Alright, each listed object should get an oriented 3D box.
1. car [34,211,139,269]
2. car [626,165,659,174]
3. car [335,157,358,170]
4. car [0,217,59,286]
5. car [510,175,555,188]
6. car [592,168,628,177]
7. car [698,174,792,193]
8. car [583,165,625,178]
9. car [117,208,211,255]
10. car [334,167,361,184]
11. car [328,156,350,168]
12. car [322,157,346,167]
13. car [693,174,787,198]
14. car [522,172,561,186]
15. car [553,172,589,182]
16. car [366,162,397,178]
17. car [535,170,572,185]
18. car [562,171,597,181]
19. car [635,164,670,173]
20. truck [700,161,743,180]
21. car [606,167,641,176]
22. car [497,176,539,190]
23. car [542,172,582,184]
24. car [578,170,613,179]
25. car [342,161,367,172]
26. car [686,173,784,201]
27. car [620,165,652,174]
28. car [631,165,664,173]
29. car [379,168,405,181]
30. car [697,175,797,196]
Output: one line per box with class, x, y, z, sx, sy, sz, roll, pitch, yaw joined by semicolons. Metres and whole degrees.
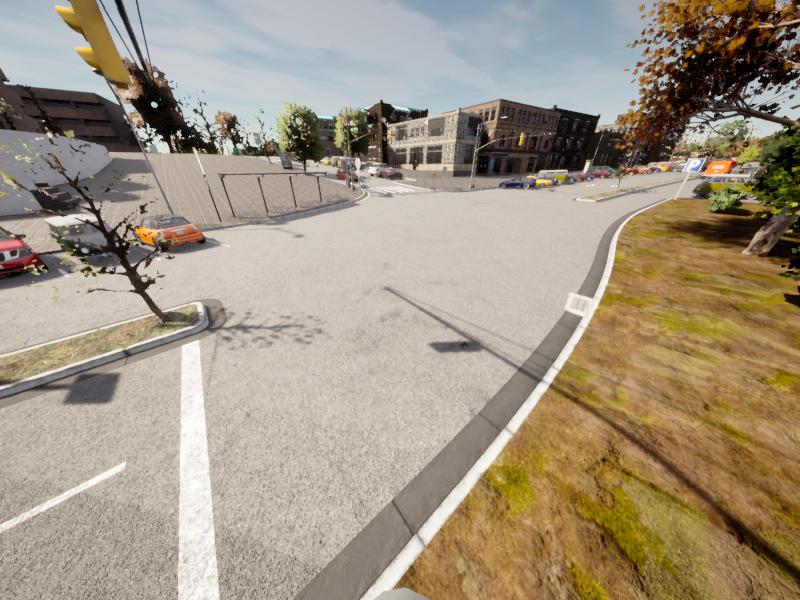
car;-16.054;-3.211;11.856;4.442;1.987;1.878;15;34;27
car;54.944;-29.664;52.587;4.892;1.521;2.231;22;38;35
car;-10.866;-27.919;47.185;1.878;1.987;4.442;21;37;23
car;-18.453;-2.226;10.271;5.566;2.045;2.435;15;34;27
car;19.246;-17.332;33.735;5.366;1.575;1.946;18;36;31
car;41.921;-25.455;46.197;5.008;1.535;2.097;20;37;33
car;37.900;-13.039;25.682;5.366;1.575;1.946;21;38;31
car;39.365;-24.796;44.732;5.566;2.045;2.435;20;37;33
car;-13.789;-4.164;13.541;4.553;1.767;2.185;15;35;27
car;-7.442;-17.676;32.740;1.851;1.617;3.988;-23;42;-34
car;-12.791;-29.317;49.059;1.878;1.987;4.442;21;37;23
car;-14.577;-30.665;51.280;1.946;1.575;5.366;21;37;23
car;33.092;-11.306;22.797;4.553;1.767;2.185;20;37;31
car;21.562;-18.424;35.211;4.553;1.767;2.185;19;36;31
car;29.144;-21.005;39.471;4.674;1.452;2.002;19;37;32
car;-3.124;-22.424;39.795;2.435;2.045;5.566;21;37;23
car;24.186;-19.390;36.497;4.442;1.987;1.878;19;36;31
car;31.680;-21.906;40.851;4.674;1.452;2.002;19;36;32
car;60.044;-31.365;55.174;5.366;1.575;1.946;22;38;35
truck;52.866;-21.429;38.026;5.204;2.467;2.627;-18;35;-25
car;47.102;-27.159;48.787;5.008;1.535;2.097;21;38;34
car;16.543;-16.502;32.563;4.792;1.488;2.163;18;36;31
car;26.611;-20.140;38.075;4.892;1.521;2.231;19;36;32
car;36.781;-23.674;43.552;4.674;1.452;2.002;20;37;33
car;-8.914;-26.385;45.522;2.231;1.521;4.892;21;37;23
car;30.571;-10.506;21.390;4.442;1.987;1.878;20;38;31
car;52.328;-28.939;51.258;4.553;1.767;2.185;21;38;34
car;57.558;-30.497;53.847;5.008;1.535;2.097;22;37;35
car;-1.231;-20.775;38.067;2.002;1.452;4.674;21;37;23
car;35.730;-12.037;24.127;5.366;1.575;1.946;21;37;31
